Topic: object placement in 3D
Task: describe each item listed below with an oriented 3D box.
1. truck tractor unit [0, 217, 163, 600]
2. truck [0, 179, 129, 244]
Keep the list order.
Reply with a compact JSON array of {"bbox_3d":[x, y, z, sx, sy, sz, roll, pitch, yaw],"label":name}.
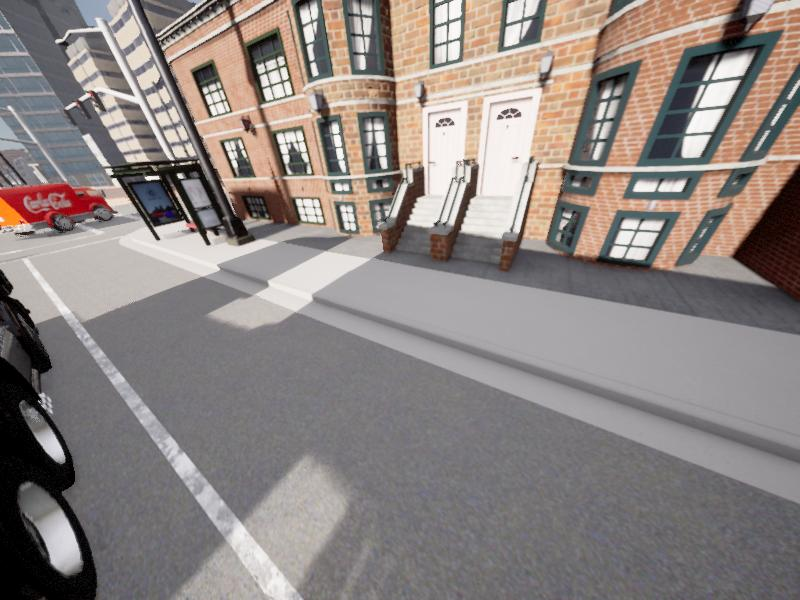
[{"bbox_3d":[-5.134,-0.116,1.274,6.516,4.208,3.053,9,24,33],"label":"truck tractor unit"},{"bbox_3d":[-21.091,-5.591,14.068,2.627,2.467,5.204,-9,32,-2],"label":"truck"}]
